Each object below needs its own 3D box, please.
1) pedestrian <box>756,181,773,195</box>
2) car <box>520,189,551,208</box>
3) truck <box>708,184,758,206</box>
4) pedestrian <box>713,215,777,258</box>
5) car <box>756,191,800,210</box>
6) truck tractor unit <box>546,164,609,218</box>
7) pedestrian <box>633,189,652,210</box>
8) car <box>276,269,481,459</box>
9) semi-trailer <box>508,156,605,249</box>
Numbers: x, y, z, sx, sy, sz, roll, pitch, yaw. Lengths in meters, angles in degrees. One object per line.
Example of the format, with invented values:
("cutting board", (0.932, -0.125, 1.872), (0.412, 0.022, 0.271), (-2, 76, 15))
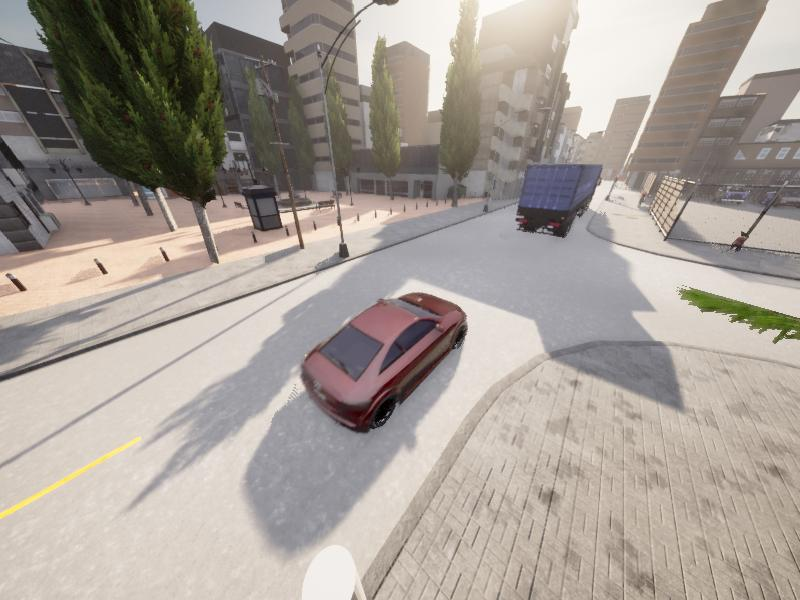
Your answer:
("pedestrian", (57.980, -17.833, 36.777), (0.751, 1.860, 0.751), (-19, 35, -30))
("car", (16.042, -12.014, 27.288), (2.007, 1.525, 4.514), (23, 37, 34))
("truck", (40.630, -13.001, 28.353), (2.069, 2.038, 4.478), (23, 37, 34))
("pedestrian", (16.693, -3.105, 11.250), (0.751, 1.860, 0.751), (5, 30, 9))
("car", (43.557, -11.395, 26.194), (2.033, 1.415, 5.357), (23, 37, 34))
("truck tractor unit", (17.459, -10.904, 22.660), (3.053, 4.208, 6.516), (23, 37, 34))
("pedestrian", (25.175, -10.463, 24.012), (0.751, 1.860, 0.751), (23, 37, 34))
("car", (-0.085, 0.797, 5.257), (1.994, 1.385, 4.181), (23, 37, 34))
("semi-trailer", (12.379, -7.951, 17.356), (2.717, 4.402, 14.254), (23, 37, 34))
